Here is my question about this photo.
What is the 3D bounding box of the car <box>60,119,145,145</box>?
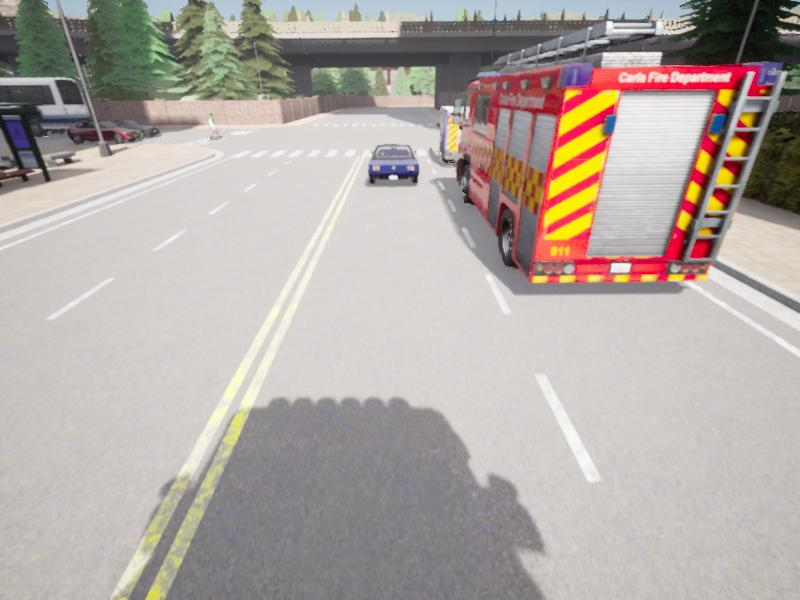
[{"bbox_3d":[-20.448,-11.638,27.650,4.193,1.474,1.816,-1,27,-1],"label":"car"}]

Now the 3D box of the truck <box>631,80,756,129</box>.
[{"bbox_3d":[26.834,-18.090,37.051,8.468,3.827,2.891,-1,27,-1],"label":"truck"}]

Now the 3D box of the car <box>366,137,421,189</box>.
[{"bbox_3d":[-0.255,-5.627,16.091,1.895,1.301,4.718,-1,27,-1],"label":"car"}]

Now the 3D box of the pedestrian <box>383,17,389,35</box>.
[{"bbox_3d":[-1.921,-36.650,53.533,0.751,1.860,0.751,-1,27,-1],"label":"pedestrian"}]

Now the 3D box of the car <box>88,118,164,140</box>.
[{"bbox_3d":[-20.925,-13.182,30.763,4.181,1.385,1.994,-1,27,-2],"label":"car"}]

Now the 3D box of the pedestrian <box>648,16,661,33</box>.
[{"bbox_3d":[34.386,-37.166,53.995,0.751,1.860,0.751,-1,27,-1],"label":"pedestrian"}]

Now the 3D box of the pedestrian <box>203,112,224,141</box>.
[{"bbox_3d":[-13.448,-12.541,28.848,0.751,1.860,0.751,13,30,24],"label":"pedestrian"}]

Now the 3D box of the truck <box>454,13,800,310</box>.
[{"bbox_3d":[3.347,-3.503,9.181,2.891,3.827,8.468,-1,27,-1],"label":"truck"}]

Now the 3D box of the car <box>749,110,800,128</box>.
[{"bbox_3d":[36.688,-17.128,37.721,5.357,1.411,2.033,-1,27,-1],"label":"car"}]

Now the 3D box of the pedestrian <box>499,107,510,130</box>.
[{"bbox_3d":[9.381,-16.324,35.914,0.751,1.860,0.751,8,28,16],"label":"pedestrian"}]

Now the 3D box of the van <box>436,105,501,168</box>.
[{"bbox_3d":[3.252,-8.572,20.519,2.351,2.431,6.366,0,27,2],"label":"van"}]

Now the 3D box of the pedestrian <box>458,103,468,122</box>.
[{"bbox_3d":[6.929,-20.614,44.043,0.751,1.860,0.751,-5,28,-9],"label":"pedestrian"}]

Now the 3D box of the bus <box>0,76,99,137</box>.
[{"bbox_3d":[-31.946,-15.808,32.831,10.273,4.253,3.944,-2,27,-4],"label":"bus"}]
